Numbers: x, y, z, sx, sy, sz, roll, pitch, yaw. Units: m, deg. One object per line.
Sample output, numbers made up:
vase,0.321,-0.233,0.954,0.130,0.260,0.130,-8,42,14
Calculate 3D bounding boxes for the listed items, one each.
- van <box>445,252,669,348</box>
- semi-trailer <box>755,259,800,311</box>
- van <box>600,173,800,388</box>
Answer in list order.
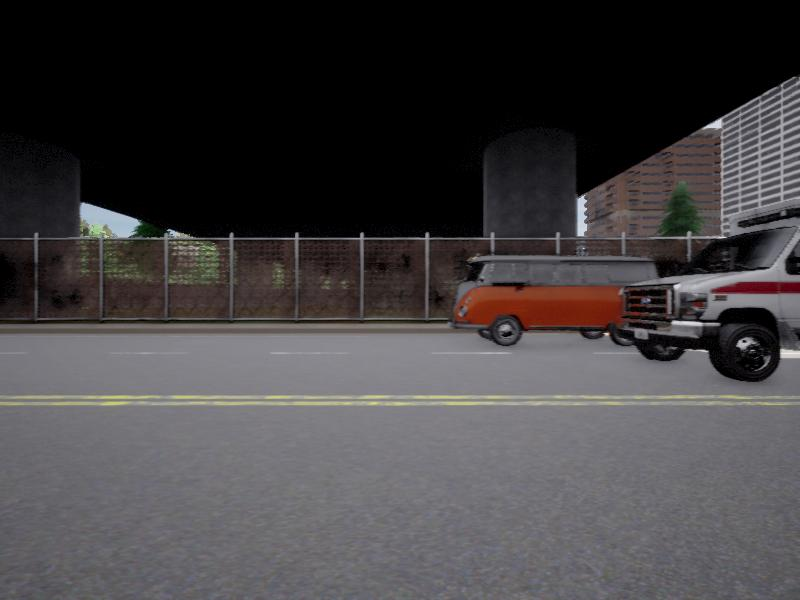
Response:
van,3.364,0.000,9.199,4.442,1.987,1.775,0,0,0
semi-trailer,35.828,-1.285,31.727,2.717,4.402,14.254,0,0,0
van,6.625,-0.224,5.703,6.366,2.431,2.351,0,0,0
